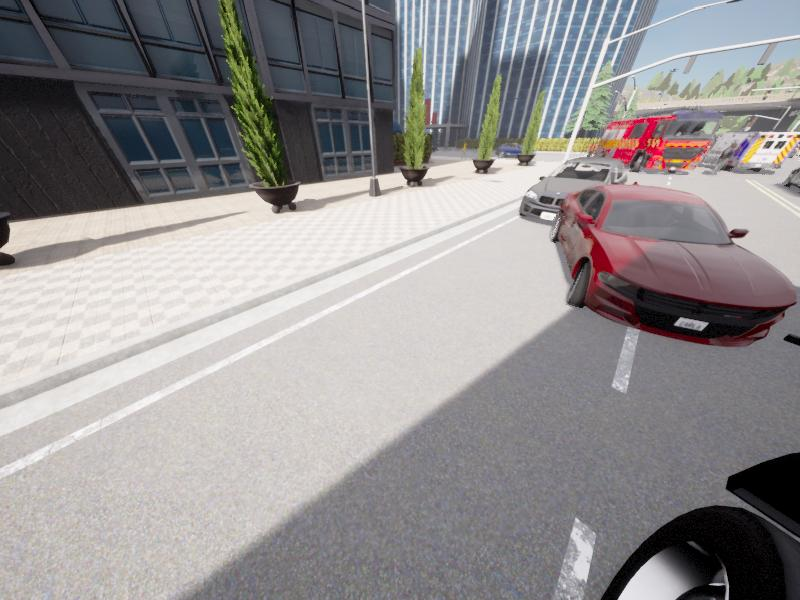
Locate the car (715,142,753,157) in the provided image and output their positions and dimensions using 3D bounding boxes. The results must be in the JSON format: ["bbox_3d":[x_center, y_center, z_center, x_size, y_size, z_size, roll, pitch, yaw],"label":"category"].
[{"bbox_3d":[46.154,-20.959,32.037,2.128,1.511,4.902,29,45,35],"label":"car"}]

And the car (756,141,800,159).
[{"bbox_3d":[46.629,-18.442,28.314,2.242,1.667,4.611,29,45,35],"label":"car"}]

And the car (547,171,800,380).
[{"bbox_3d":[4.300,-1.259,4.338,1.882,1.535,5.008,14,37,19],"label":"car"}]

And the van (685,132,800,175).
[{"bbox_3d":[26.872,-11.828,18.413,2.351,2.431,6.366,13,37,18],"label":"van"}]

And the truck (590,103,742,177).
[{"bbox_3d":[19.373,-12.464,18.167,2.891,3.827,8.468,7,36,10],"label":"truck"}]

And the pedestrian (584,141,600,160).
[{"bbox_3d":[21.998,-17.164,26.499,0.751,1.860,0.751,28,44,34],"label":"pedestrian"}]

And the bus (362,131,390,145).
[{"bbox_3d":[-8.945,-62.258,88.880,3.944,4.253,10.273,30,45,35],"label":"bus"}]

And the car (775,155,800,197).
[{"bbox_3d":[20.093,-5.767,10.531,1.930,1.638,5.238,29,45,35],"label":"car"}]

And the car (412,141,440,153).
[{"bbox_3d":[4.601,-27.515,41.581,4.611,1.667,2.242,29,45,35],"label":"car"}]

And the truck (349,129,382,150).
[{"bbox_3d":[-8.376,-38.450,55.373,8.468,3.827,2.891,29,44,35],"label":"truck"}]

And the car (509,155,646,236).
[{"bbox_3d":[6.072,-3.807,7.849,4.611,1.667,2.242,-28,43,-34],"label":"car"}]

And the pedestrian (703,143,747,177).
[{"bbox_3d":[21.498,-9.308,15.326,0.751,1.860,0.751,-12,37,-17],"label":"pedestrian"}]

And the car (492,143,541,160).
[{"bbox_3d":[14.748,-19.024,29.452,4.856,1.649,2.033,29,45,35],"label":"car"}]

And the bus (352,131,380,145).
[{"bbox_3d":[-12.969,-62.574,89.365,3.944,4.253,10.273,30,45,35],"label":"bus"}]

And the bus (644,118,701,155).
[{"bbox_3d":[43.132,-25.939,36.767,3.944,4.253,10.273,29,45,35],"label":"bus"}]

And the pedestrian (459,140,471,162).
[{"bbox_3d":[6.625,-15.237,23.621,0.751,1.860,0.751,21,40,27],"label":"pedestrian"}]

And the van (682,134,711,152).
[{"bbox_3d":[51.705,-27.494,40.397,1.988,2.561,5.915,29,45,35],"label":"van"}]
